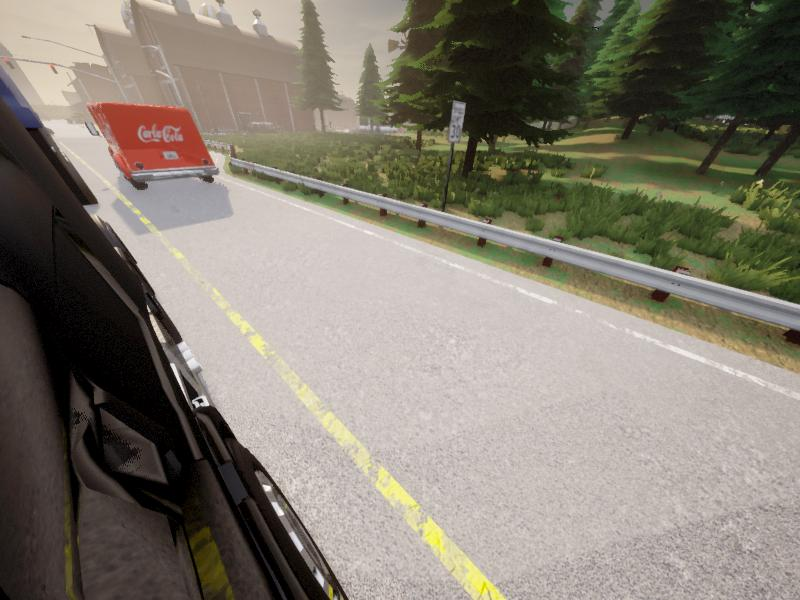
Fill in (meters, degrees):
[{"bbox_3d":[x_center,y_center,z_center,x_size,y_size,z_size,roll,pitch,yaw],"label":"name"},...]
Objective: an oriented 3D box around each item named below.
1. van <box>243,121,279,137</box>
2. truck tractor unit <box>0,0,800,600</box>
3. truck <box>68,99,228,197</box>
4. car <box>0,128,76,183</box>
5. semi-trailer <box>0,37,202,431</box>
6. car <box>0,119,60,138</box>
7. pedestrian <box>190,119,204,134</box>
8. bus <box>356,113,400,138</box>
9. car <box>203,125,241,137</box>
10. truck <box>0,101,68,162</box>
[{"bbox_3d":[-23.829,-29.450,39.862,2.069,2.038,4.480,27,43,29],"label":"van"},{"bbox_3d":[-2.645,-0.295,0.351,6.516,4.208,3.053,28,44,30],"label":"truck tractor unit"},{"bbox_3d":[-9.757,-6.037,9.039,5.204,2.467,2.627,27,43,29],"label":"truck"},{"bbox_3d":[-16.061,-6.228,9.718,4.902,1.511,2.128,27,43,29],"label":"car"},{"bbox_3d":[-8.745,-3.573,4.181,14.254,4.402,2.717,28,43,29],"label":"semi-trailer"},{"bbox_3d":[-38.396,-17.309,23.259,1.994,1.385,4.181,8,37,7],"label":"car"},{"bbox_3d":[-32.302,-27.625,36.748,0.751,1.860,0.751,16,39,17],"label":"pedestrian"},{"bbox_3d":[-4.822,-40.448,53.905,3.944,4.253,10.273,28,43,29],"label":"bus"},{"bbox_3d":[-27.759,-26.434,36.147,1.994,1.385,4.181,27,43,29],"label":"car"},{"bbox_3d":[-21.925,-9.538,12.953,5.204,2.467,2.627,27,43,28],"label":"truck"}]
